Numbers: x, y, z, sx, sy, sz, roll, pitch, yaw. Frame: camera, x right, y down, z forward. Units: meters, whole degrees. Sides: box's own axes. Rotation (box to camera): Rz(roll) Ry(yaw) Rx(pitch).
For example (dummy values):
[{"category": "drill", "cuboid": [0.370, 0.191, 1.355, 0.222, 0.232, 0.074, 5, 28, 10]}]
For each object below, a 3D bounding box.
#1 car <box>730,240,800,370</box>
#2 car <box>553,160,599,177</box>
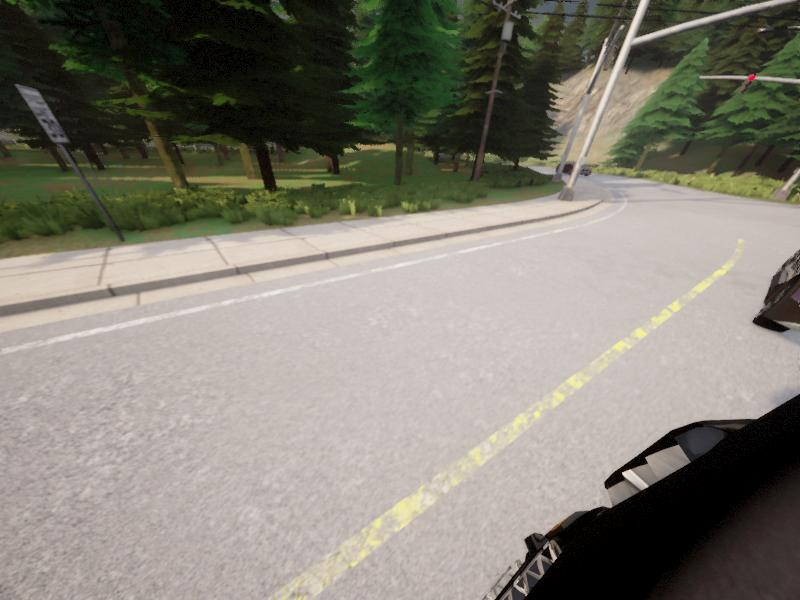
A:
[{"category": "car", "cuboid": [7.322, -0.253, 3.234, 4.856, 1.649, 2.033, -18, 39, -27]}, {"category": "car", "cuboid": [20.012, -15.147, 26.510, 1.994, 1.385, 4.181, 1, 34, -2]}]
